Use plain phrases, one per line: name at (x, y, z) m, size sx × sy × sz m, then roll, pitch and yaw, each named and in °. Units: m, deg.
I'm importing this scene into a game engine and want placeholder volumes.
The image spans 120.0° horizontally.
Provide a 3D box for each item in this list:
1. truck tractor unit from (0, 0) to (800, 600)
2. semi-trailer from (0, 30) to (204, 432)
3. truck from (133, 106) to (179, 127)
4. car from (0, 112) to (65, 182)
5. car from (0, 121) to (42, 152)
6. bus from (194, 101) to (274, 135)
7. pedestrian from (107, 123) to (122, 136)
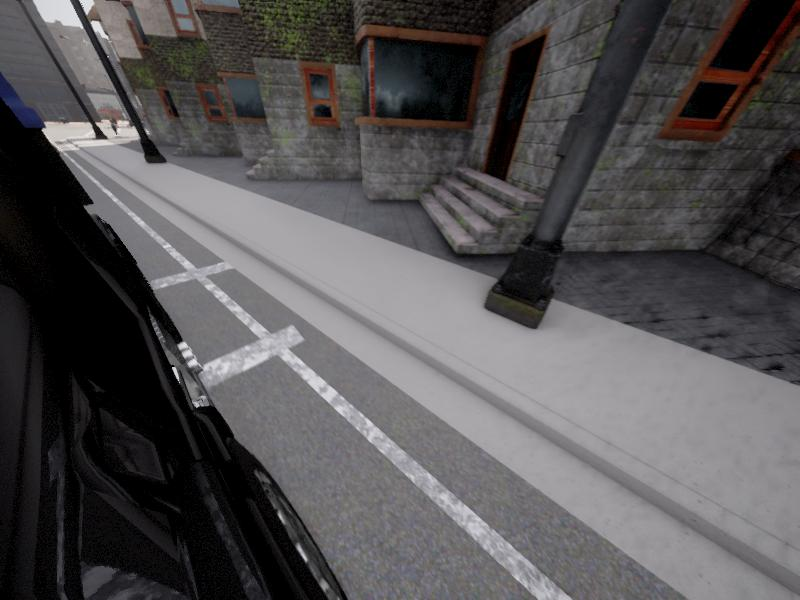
truck tractor unit at (-2.645, -0.295, 0.351) m, size 6.516 × 4.208 × 3.053 m, roll 28°, pitch 44°, yaw 30°
semi-trailer at (-8.807, -3.529, 4.116) m, size 14.254 × 4.402 × 2.717 m, roll 27°, pitch 43°, yaw 29°
truck at (-61.714, -46.652, 58.857) m, size 2.891 × 3.827 × 8.468 m, roll -2°, pitch 37°, yaw -6°
car at (-16.629, -6.476, 9.528) m, size 5.566 × 2.045 × 2.150 m, roll 26°, pitch 43°, yaw 28°
car at (-26.020, -10.899, 15.349) m, size 4.674 × 1.442 × 1.812 m, roll 26°, pitch 43°, yaw 28°
bus at (-29.284, -32.613, 41.602) m, size 10.273 × 4.253 × 3.944 m, roll -3°, pitch 37°, yaw -6°
pedestrian at (-31.843, -19.008, 25.751) m, size 0.500 × 1.100 × 0.500 m, roll 17°, pitch 39°, yaw 18°
